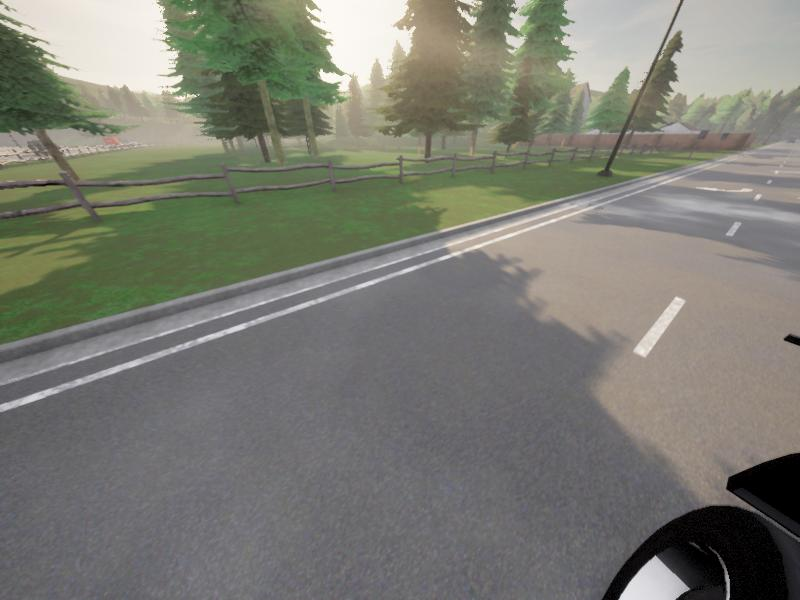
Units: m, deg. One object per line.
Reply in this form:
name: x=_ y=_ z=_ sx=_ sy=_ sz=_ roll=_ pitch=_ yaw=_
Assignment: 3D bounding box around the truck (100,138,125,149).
truck: x=-81.519 y=-44.669 z=65.724 sx=2.627 sy=2.467 sz=5.204 roll=-20 pitch=40 yaw=-26
